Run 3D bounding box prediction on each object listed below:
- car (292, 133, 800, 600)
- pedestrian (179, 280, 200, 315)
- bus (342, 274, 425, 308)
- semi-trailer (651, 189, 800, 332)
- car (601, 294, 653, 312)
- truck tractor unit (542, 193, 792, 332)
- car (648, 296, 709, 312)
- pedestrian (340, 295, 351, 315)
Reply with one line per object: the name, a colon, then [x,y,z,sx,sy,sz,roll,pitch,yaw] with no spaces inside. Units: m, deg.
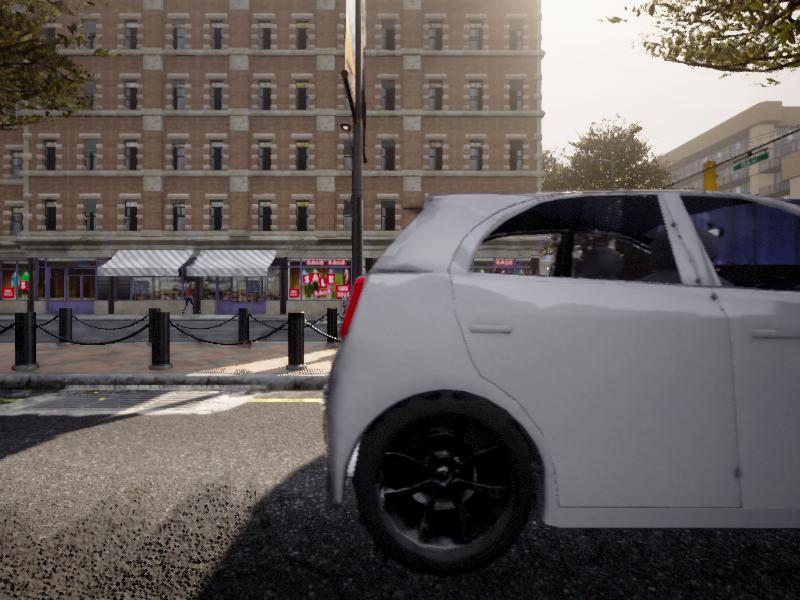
car: [1.474,0.226,2.191,3.633,1.501,1.845,0,0,0]
pedestrian: [-11.389,-0.113,21.683,0.751,1.860,0.751,0,0,1]
bus: [-2.059,-1.133,51.914,10.273,4.253,3.944,0,0,0]
semi-trailer: [16.579,-1.219,13.713,14.254,4.402,2.717,0,0,0]
car: [20.184,0.242,35.853,1.837,1.490,4.892,0,0,0]
truck tractor unit: [8.664,-1.123,13.697,6.516,4.208,3.053,0,0,0]
car: [23.693,0.341,34.300,1.895,1.301,4.718,0,0,0]
pedestrian: [-2.994,0.266,21.978,0.500,1.100,0.500,0,0,-1]
